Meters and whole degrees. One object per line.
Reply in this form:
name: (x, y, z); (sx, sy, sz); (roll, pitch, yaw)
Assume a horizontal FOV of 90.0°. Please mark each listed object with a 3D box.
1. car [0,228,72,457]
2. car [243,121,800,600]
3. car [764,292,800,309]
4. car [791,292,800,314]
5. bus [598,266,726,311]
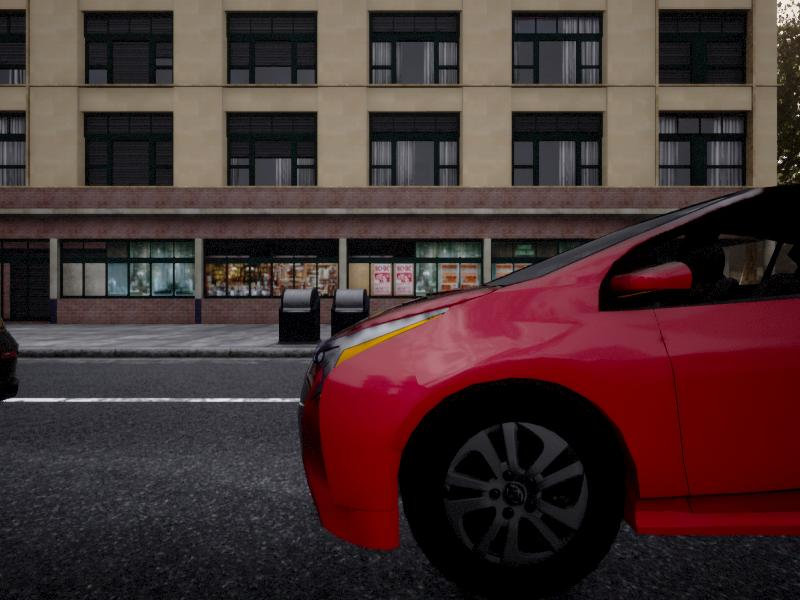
car: (-4.859, 0.270, 2.172); (4.674, 1.442, 1.812); (0, 0, 0)
car: (1.791, 0.228, 2.195); (4.514, 1.525, 2.007); (0, 0, 0)
car: (42.436, 0.046, 43.539); (3.866, 1.878, 1.905); (0, 0, -1)
car: (29.894, 0.201, 26.977); (1.801, 1.575, 5.366); (0, 0, -1)
bus: (25.995, -1.132, 40.233); (10.273, 4.253, 3.944); (0, 0, 0)
